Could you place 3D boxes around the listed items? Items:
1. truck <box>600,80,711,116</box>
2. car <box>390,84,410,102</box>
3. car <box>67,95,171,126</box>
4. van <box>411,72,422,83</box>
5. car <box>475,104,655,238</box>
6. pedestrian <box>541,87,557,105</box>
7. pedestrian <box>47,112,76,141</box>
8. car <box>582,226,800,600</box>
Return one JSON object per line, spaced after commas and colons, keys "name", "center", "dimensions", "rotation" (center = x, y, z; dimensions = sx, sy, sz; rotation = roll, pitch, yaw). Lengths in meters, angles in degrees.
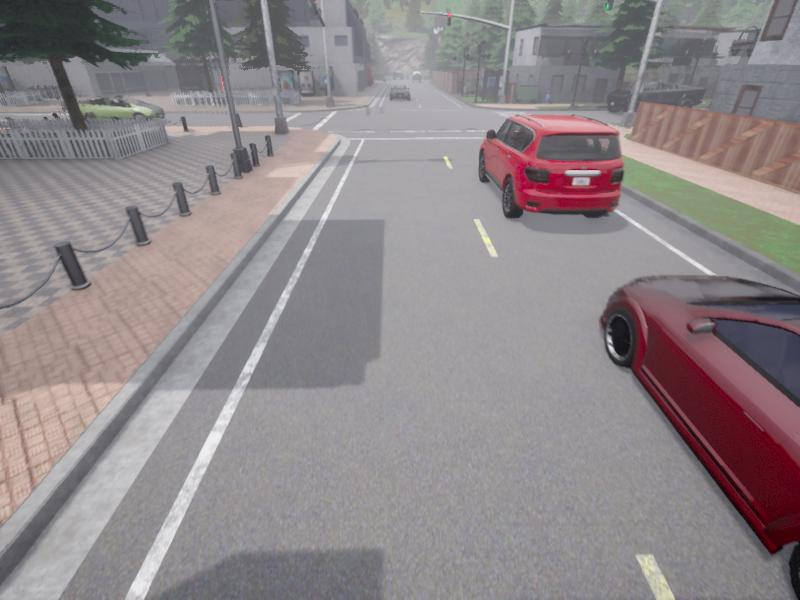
{"name": "truck", "center": [18.330, -14.624, 28.918], "dimensions": [6.274, 2.098, 2.390], "rotation": [-4, 31, -7]}
{"name": "car", "center": [-0.004, -21.421, 41.303], "dimensions": [1.994, 1.385, 4.181], "rotation": [0, 30, 0]}
{"name": "car", "center": [-16.775, -11.445, 24.102], "dimensions": [4.514, 1.525, 2.007], "rotation": [-1, 30, -2]}
{"name": "van", "center": [3.492, -47.030, 84.460], "dimensions": [2.069, 2.038, 4.480], "rotation": [0, 30, 0]}
{"name": "car", "center": [3.498, -3.567, 10.083], "dimensions": [2.150, 2.045, 5.566], "rotation": [0, 30, 0]}
{"name": "pedestrian", "center": [12.736, -17.463, 34.214], "dimensions": [0.751, 1.300, 0.751], "rotation": [-22, 37, -33]}
{"name": "pedestrian", "center": [-15.017, -7.698, 17.755], "dimensions": [0.500, 1.100, 0.500], "rotation": [-7, 31, -11]}
{"name": "car", "center": [3.500, 0.761, 3.350], "dimensions": [1.994, 1.385, 4.181], "rotation": [0, 30, 0]}
